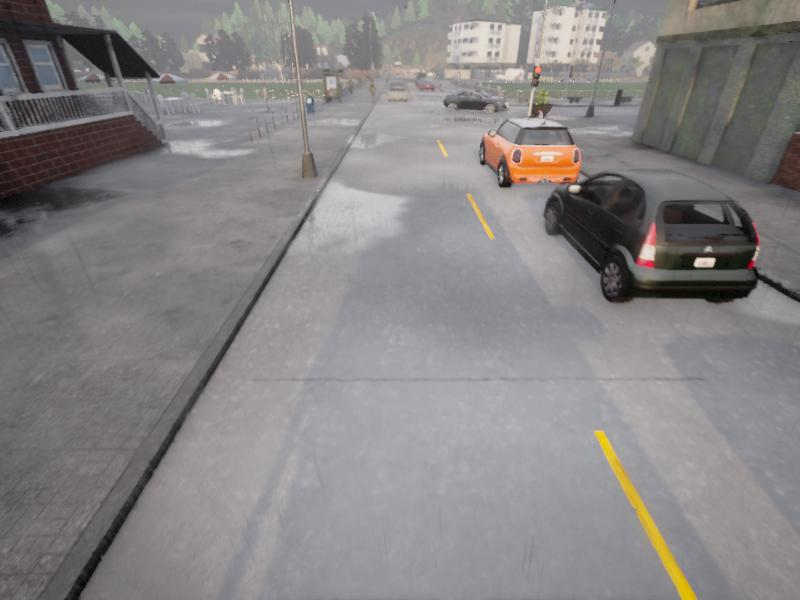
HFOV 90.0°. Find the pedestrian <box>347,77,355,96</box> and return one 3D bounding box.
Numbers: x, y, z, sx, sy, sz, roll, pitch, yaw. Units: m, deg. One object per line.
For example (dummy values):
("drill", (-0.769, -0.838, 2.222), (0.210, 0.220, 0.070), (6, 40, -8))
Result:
("pedestrian", (-5.397, -23.533, 44.102), (0.751, 1.860, 0.751), (-3, 30, -6))

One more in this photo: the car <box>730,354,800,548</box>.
("car", (3.952, 2.037, 1.003), (2.038, 1.542, 4.974), (0, 30, 0))

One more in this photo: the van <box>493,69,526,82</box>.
("van", (24.311, -49.839, 88.789), (6.366, 2.431, 2.351), (0, 30, 0))

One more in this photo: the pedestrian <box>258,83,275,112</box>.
("pedestrian", (-9.725, -14.761, 29.155), (0.751, 1.860, 0.751), (-16, 34, -26))

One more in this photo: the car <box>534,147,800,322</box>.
("car", (3.927, -1.404, 6.808), (1.851, 1.617, 3.988), (0, 30, 0))

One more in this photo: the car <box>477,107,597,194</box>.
("car", (3.898, -4.808, 12.439), (2.097, 1.767, 4.553), (0, 30, 0))

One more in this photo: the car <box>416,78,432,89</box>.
("car", (3.699, -33.653, 62.148), (1.994, 1.385, 4.181), (-1, 30, -2))

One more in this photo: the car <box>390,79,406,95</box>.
("car", (-0.267, -26.560, 49.895), (1.837, 1.490, 4.892), (0, 31, 0))

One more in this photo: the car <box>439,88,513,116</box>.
("car", (5.595, -14.770, 29.742), (4.902, 1.511, 2.128), (17, 35, 26))

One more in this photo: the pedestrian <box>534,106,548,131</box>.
("pedestrian", (7.296, -9.402, 20.728), (0.500, 1.100, 0.500), (11, 32, 18))

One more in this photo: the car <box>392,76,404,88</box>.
("car", (-0.340, -36.180, 66.338), (1.837, 1.490, 4.892), (0, 30, 0))

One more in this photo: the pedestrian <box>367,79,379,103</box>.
("pedestrian", (-2.441, -19.005, 36.369), (0.751, 1.860, 0.751), (9, 31, 15))

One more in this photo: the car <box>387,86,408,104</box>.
("car", (-0.217, -19.926, 38.760), (1.895, 1.301, 4.718), (0, 30, 0))

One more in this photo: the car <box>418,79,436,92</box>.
("car", (3.729, -29.989, 55.889), (1.994, 1.385, 4.181), (-1, 30, -2))

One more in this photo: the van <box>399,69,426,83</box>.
("van", (2.762, -49.474, 88.176), (2.351, 2.431, 6.366), (-24, 39, -29))
